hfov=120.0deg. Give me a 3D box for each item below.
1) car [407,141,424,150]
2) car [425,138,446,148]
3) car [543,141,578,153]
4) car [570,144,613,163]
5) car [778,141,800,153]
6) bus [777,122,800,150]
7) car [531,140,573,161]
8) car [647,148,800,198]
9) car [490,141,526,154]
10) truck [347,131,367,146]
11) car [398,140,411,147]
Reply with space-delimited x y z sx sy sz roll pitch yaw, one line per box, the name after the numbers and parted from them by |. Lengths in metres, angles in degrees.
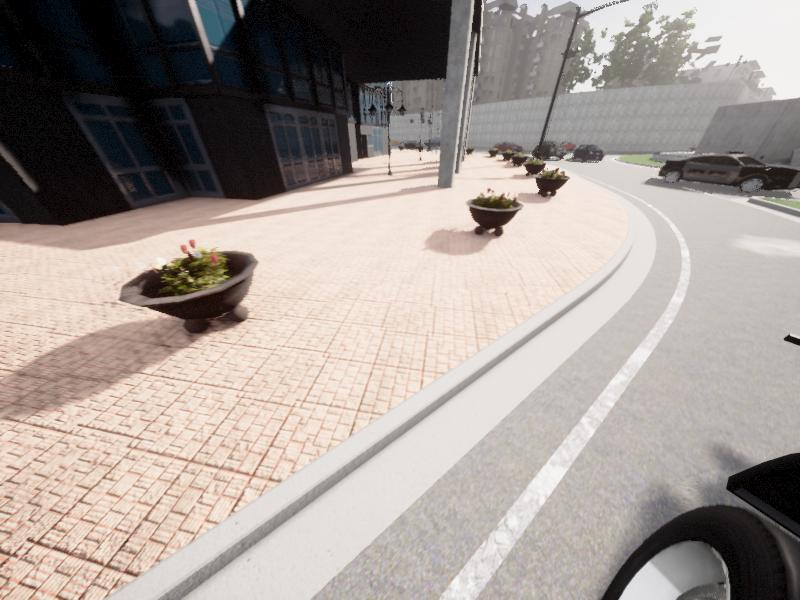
3.383 -34.360 51.319 1.851 1.617 3.988 -21 40 -27 | car
8.992 -40.631 59.737 2.150 2.045 5.566 -21 40 -27 | car
27.755 -26.571 40.095 4.514 1.525 2.007 26 43 33 | car
20.436 -15.832 24.903 1.845 1.501 3.633 5 36 7 | car
62.595 -24.349 36.709 5.008 1.535 1.882 -21 40 -27 | car
77.989 -31.496 44.319 10.273 4.253 3.944 -22 40 -27 | bus
17.413 -17.403 26.854 1.932 1.855 4.605 3 35 3 | car
16.998 -6.792 12.002 1.930 1.638 5.238 -10 36 -13 | car
17.560 -25.027 37.893 2.152 1.651 5.027 -17 39 -22 | car
-14.344 -54.091 77.448 2.891 3.827 8.468 -21 40 -27 | truck
1.397 -46.928 69.169 1.851 1.617 3.988 -21 40 -27 | car
